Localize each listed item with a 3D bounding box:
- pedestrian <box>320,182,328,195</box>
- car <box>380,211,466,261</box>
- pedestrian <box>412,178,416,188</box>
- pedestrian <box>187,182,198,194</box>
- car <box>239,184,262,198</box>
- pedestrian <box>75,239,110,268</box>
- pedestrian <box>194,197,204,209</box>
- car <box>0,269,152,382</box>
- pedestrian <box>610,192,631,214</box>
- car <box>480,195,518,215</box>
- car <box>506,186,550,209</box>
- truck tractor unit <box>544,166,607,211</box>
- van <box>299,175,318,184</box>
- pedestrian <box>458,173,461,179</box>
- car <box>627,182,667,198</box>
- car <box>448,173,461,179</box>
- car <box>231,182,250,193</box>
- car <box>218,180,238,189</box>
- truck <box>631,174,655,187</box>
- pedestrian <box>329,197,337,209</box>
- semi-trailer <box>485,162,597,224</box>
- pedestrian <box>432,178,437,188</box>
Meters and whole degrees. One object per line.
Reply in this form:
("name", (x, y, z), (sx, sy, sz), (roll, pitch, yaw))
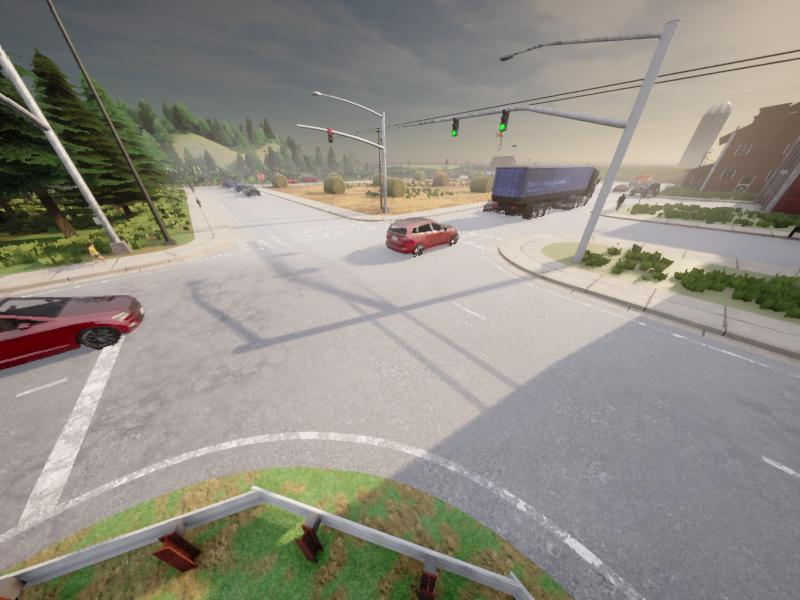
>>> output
("pedestrian", (-12.125, -17.878, 37.064), (0.751, 1.860, 0.751), (-17, 34, -26))
("car", (1.381, -3.885, 13.367), (4.611, 1.667, 2.242), (-23, 37, -34))
("pedestrian", (2.938, -25.111, 49.567), (0.751, 1.860, 0.751), (2, 30, 3))
("pedestrian", (-34.507, -18.603, 38.356), (0.751, 1.860, 0.751), (-25, 38, -36))
("car", (-24.610, -17.977, 37.958), (2.038, 1.542, 4.974), (-22, 37, -33))
("pedestrian", (-13.974, -2.127, 10.526), (0.500, 1.100, 0.500), (-26, 39, -37))
("pedestrian", (-22.051, -10.652, 25.345), (0.500, 1.100, 0.500), (-24, 38, -35))
("car", (-9.250, 0.741, 5.536), (4.193, 1.474, 1.816), (-23, 37, -34))
("pedestrian", (21.485, -9.471, 22.486), (0.751, 1.860, 0.751), (-22, 36, -33))
("car", (10.235, -9.931, 23.957), (3.633, 1.501, 1.845), (-23, 37, -34))
("car", (15.392, -12.350, 27.640), (5.566, 2.045, 2.150), (-23, 37, -34))
("truck tractor unit", (20.386, -13.136, 26.816), (6.516, 4.208, 3.053), (-23, 37, -34))
("van", (-26.052, -34.335, 65.762), (4.442, 1.987, 1.775), (-20, 36, -31))
("pedestrian", (21.902, -45.712, 85.241), (0.751, 1.860, 0.751), (-26, 39, -37))
("car", (37.519, -16.849, 35.271), (1.905, 1.878, 3.866), (-2, 28, 9))
("car", (21.931, -49.974, 93.043), (4.553, 1.767, 2.097), (-20, 36, -31))
("car", (-30.386, -21.484, 44.023), (1.882, 1.535, 5.008), (-22, 37, -34))
("car", (-38.275, -25.797, 51.482), (4.514, 1.525, 2.007), (23, 37, 33))
("truck", (58.367, -28.615, 55.412), (5.204, 2.467, 2.627), (-24, 38, -34))
("pedestrian", (-7.337, -10.559, 25.183), (0.500, 1.100, 0.500), (-24, 38, -35))
("semi-trailer", (14.173, -10.787, 22.521), (14.254, 4.402, 2.717), (-21, 36, -32))
("pedestrian", (7.382, -24.955, 49.298), (0.751, 1.860, 0.751), (-1, 30, -1))
